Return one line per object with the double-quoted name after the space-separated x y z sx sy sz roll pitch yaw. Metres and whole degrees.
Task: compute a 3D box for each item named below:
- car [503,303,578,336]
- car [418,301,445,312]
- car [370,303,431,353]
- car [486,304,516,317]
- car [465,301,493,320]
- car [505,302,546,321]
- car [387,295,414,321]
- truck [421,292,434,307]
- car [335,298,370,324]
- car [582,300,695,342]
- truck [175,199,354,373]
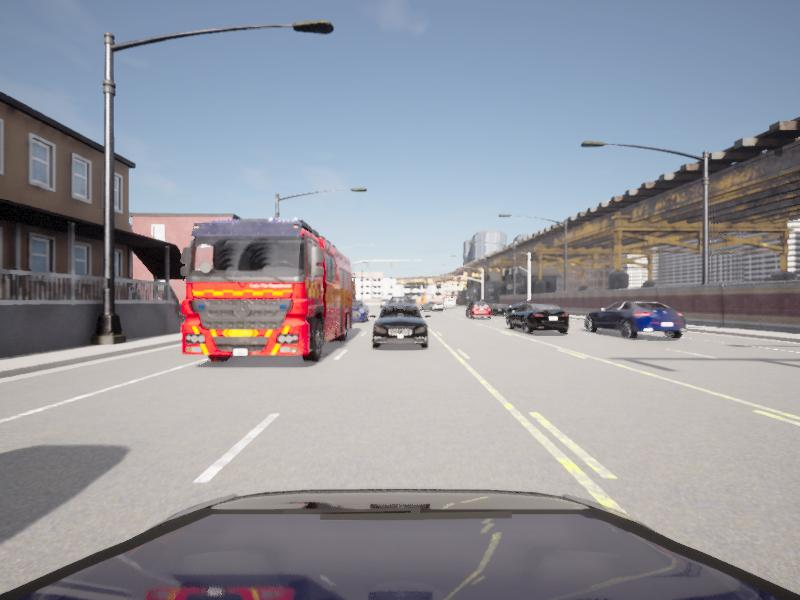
7.022 0.901 20.646 2.163 1.488 4.792 0 0 0 "car"
4.642 0.966 59.068 2.007 1.525 4.514 0 0 -25 "car"
0.017 0.881 14.684 1.837 1.490 4.892 0 0 0 "car"
10.547 1.043 42.133 1.895 1.301 4.718 0 0 0 "car"
7.039 0.902 36.141 1.789 1.549 3.705 0 0 0 "car"
10.539 0.903 34.031 1.882 1.535 5.008 0 0 0 "car"
0.039 0.649 34.118 2.150 2.045 5.566 0 0 0 "car"
7.121 -0.084 103.636 2.891 3.827 8.468 0 0 0 "truck"
-3.450 0.765 29.943 2.097 1.767 4.553 0 0 0 "car"
10.520 0.825 18.240 2.152 1.651 5.027 0 0 0 "car"
-3.471 -0.288 13.026 2.891 3.827 8.468 0 0 0 "truck"
